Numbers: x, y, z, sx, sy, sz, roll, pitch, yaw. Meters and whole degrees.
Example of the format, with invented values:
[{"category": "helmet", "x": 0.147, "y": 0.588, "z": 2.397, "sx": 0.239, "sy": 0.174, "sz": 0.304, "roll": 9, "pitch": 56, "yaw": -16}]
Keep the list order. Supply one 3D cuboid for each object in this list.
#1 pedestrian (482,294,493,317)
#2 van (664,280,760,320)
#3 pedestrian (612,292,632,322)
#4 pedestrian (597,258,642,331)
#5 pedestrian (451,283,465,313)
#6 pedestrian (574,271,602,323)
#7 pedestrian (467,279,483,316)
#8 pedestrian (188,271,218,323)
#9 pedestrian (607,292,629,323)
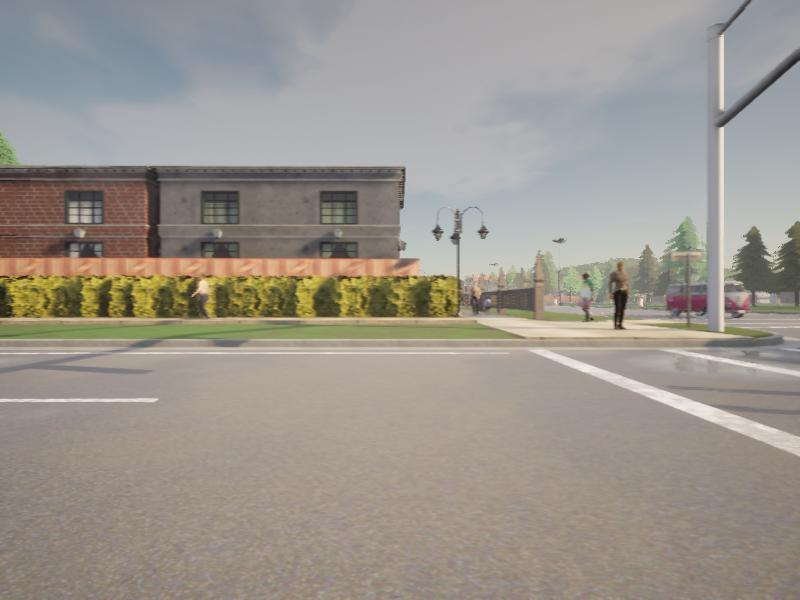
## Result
[{"category": "pedestrian", "x": 4.358, "y": 0.264, "z": 19.973, "sx": 0.500, "sy": 1.100, "sz": 0.500, "roll": 0, "pitch": 0, "yaw": 5}, {"category": "van", "x": 16.840, "y": -0.003, "z": 21.959, "sx": 1.775, "sy": 1.987, "sz": 4.442, "roll": 0, "pitch": 0, "yaw": -1}, {"category": "pedestrian", "x": 8.411, "y": 0.264, "z": 15.147, "sx": 0.500, "sy": 1.100, "sz": 0.500, "roll": 0, "pitch": 0, "yaw": -40}, {"category": "pedestrian", "x": 5.763, "y": -0.146, "z": 10.532, "sx": 0.751, "sy": 1.860, "sz": 0.751, "roll": 0, "pitch": 0, "yaw": -1}, {"category": "pedestrian", "x": 3.663, "y": -0.115, "z": 25.399, "sx": 0.751, "sy": 1.860, "sz": 0.751, "roll": 0, "pitch": 0, "yaw": 0}, {"category": "pedestrian", "x": 6.903, "y": -0.116, "z": 14.710, "sx": 0.751, "sy": 1.860, "sz": 0.751, "roll": 0, "pitch": 0, "yaw": 10}, {"category": "pedestrian", "x": 3.796, "y": -0.115, "z": 20.298, "sx": 0.751, "sy": 1.860, "sz": 0.751, "roll": 0, "pitch": 0, "yaw": 14}, {"category": "pedestrian", "x": -7.211, "y": -0.114, "z": 14.677, "sx": 0.751, "sy": 1.860, "sz": 0.751, "roll": 0, "pitch": 0, "yaw": 0}, {"category": "pedestrian", "x": 8.047, "y": 0.264, "z": 14.750, "sx": 0.500, "sy": 1.100, "sz": 0.500, "roll": 0, "pitch": 0, "yaw": -17}]
